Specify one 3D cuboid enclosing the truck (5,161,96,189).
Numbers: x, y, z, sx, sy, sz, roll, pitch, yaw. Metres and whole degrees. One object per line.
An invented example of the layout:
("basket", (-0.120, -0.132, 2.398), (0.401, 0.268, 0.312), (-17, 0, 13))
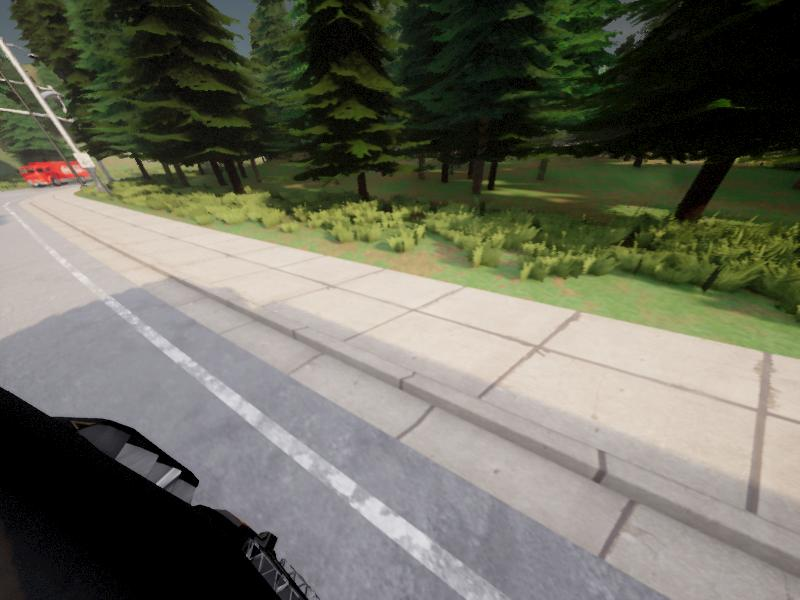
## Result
("truck", (-41.443, -15.132, 27.775), (2.627, 2.467, 5.204), (-6, 34, -5))
